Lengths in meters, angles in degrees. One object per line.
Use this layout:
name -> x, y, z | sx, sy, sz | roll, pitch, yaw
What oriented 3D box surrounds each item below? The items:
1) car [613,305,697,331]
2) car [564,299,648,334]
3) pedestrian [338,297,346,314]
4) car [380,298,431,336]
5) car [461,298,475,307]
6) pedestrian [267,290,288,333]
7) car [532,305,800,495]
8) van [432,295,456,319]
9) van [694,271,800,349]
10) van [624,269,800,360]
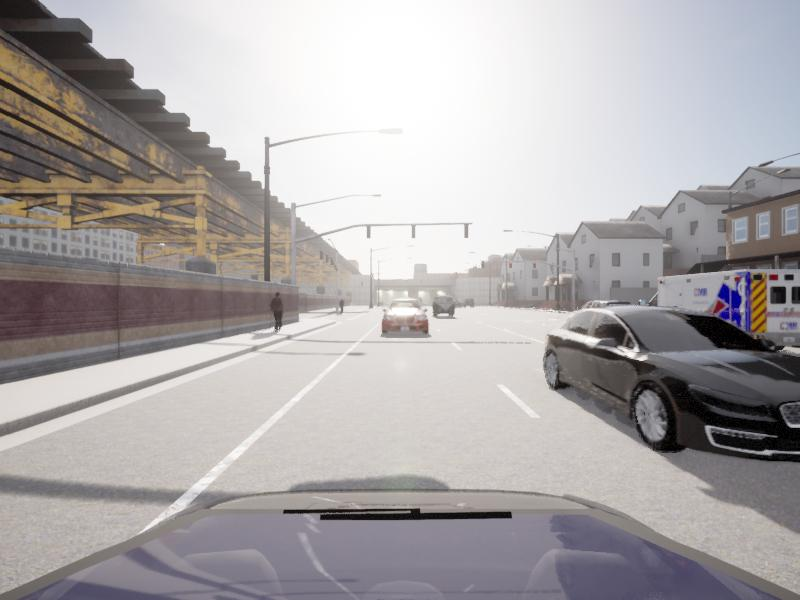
car -> 14.186, 0.944, 22.643 | 1.895, 1.301, 4.718 | 0, 0, 2
car -> 10.773, 0.778, 21.404 | 2.033, 1.649, 4.856 | 0, 0, 1
pedestrian -> -6.408, 0.637, 44.281 | 0.751, 1.860, 0.751 | 0, 0, -1
car -> 0.253, 0.756, 19.781 | 2.242, 1.667, 4.611 | 0, 0, 1
car -> 15.089, 0.572, 88.748 | 2.150, 2.045, 5.566 | 0, 0, 1
pedestrian -> -5.414, 0.485, 17.732 | 0.751, 1.860, 0.751 | 0, 0, -8
car -> 3.583, 0.844, 5.716 | 1.837, 1.490, 4.892 | 0, 0, 1
van -> 3.956, 0.599, 36.461 | 1.775, 1.987, 4.442 | 0, 0, 1
van -> 14.186, 0.322, 15.030 | 1.988, 2.561, 5.915 | 0, 0, 1
van -> 10.684, 0.378, 13.842 | 2.351, 2.431, 6.366 | 0, 0, 1
